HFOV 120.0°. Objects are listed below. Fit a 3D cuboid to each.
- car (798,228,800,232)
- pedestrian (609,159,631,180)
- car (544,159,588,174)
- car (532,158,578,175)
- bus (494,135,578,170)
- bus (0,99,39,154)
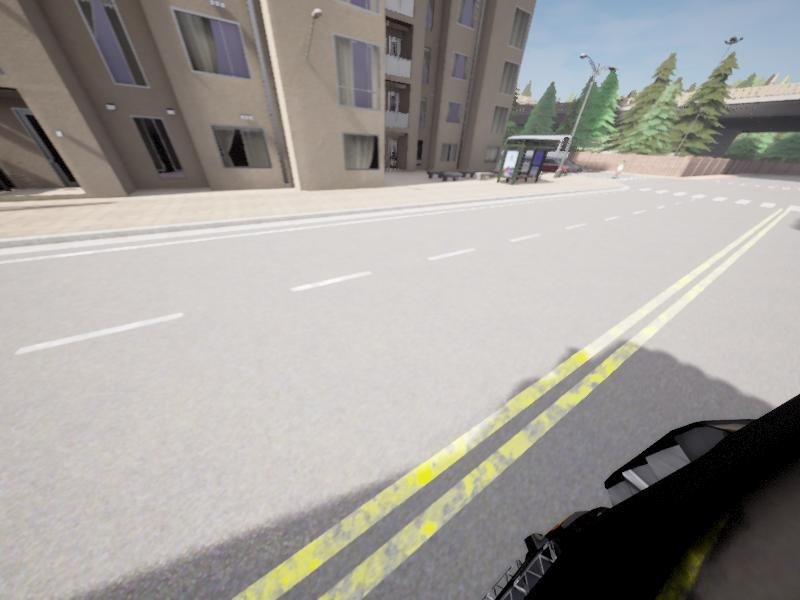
[{"bbox_3d":[18.403,-3.419,9.256,4.718,1.301,1.895,-17,39,-27],"label":"car"},{"bbox_3d":[23.482,-13.936,24.694,0.751,1.860,0.751,2,34,-1],"label":"pedestrian"},{"bbox_3d":[22.193,-17.930,31.042,1.994,1.385,4.181,-18,39,-28],"label":"car"},{"bbox_3d":[19.441,-16.864,29.146,1.816,1.474,4.193,-17,39,-27],"label":"car"},{"bbox_3d":[21.151,-23.835,37.183,3.944,4.253,10.273,-18,39,-29],"label":"bus"},{"bbox_3d":[-38.129,-14.898,19.452,3.944,4.253,10.273,-17,39,-27],"label":"bus"}]
